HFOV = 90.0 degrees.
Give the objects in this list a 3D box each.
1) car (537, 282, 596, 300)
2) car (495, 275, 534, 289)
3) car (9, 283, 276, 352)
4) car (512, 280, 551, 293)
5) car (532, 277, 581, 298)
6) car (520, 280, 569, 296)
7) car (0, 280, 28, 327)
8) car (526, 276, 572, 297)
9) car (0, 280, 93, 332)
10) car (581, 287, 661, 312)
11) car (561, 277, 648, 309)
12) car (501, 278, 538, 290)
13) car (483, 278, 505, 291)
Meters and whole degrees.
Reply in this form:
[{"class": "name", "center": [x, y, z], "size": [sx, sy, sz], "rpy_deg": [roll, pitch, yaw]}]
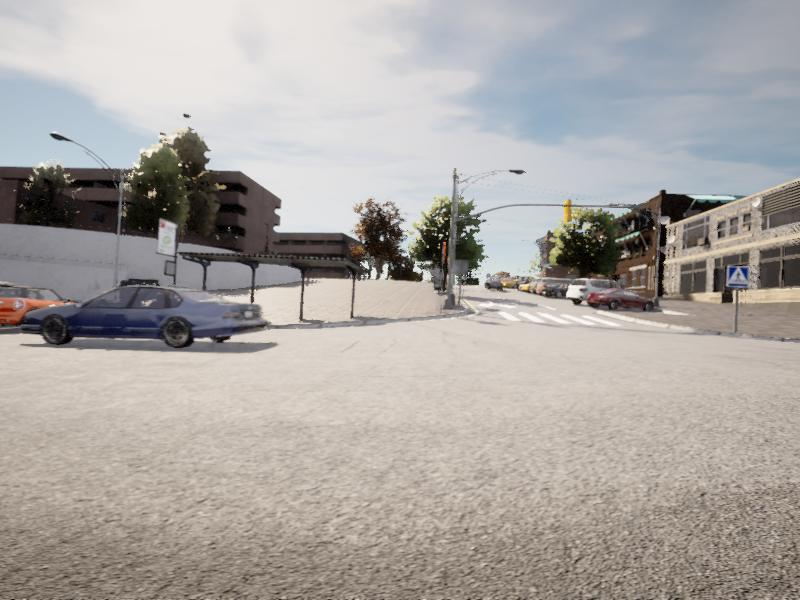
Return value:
[{"class": "car", "center": [16.498, -0.902, 39.745], "size": [4.892, 1.521, 2.231], "rpy_deg": [2, 4, -14]}, {"class": "car", "center": [19.100, -2.988, 66.736], "size": [5.566, 2.045, 2.435], "rpy_deg": [2, 5, -15]}, {"class": "car", "center": [-6.010, 0.358, 9.670], "size": [5.357, 1.411, 2.033], "rpy_deg": [1, 0, 7]}, {"class": "car", "center": [17.998, -1.880, 54.765], "size": [4.674, 1.452, 2.002], "rpy_deg": [2, 4, -15]}, {"class": "car", "center": [16.710, -1.335, 42.694], "size": [4.442, 1.987, 1.878], "rpy_deg": [2, 5, -14]}, {"class": "car", "center": [17.591, -1.509, 48.799], "size": [5.366, 1.575, 1.946], "rpy_deg": [2, 4, -14]}, {"class": "car", "center": [-17.525, 0.096, 16.020], "size": [1.878, 1.987, 4.442], "rpy_deg": [2, -2, -14]}, {"class": "car", "center": [17.010, -1.539, 45.701], "size": [4.442, 1.987, 1.878], "rpy_deg": [2, 5, -14]}, {"class": "car", "center": [-14.560, 0.267, 15.779], "size": [2.185, 1.767, 4.553], "rpy_deg": [2, -2, -14]}, {"class": "car", "center": [15.304, -0.050, 27.748], "size": [4.674, 1.452, 2.002], "rpy_deg": [2, 4, -14]}, {"class": "car", "center": [15.640, -0.543, 30.737], "size": [5.566, 2.045, 2.435], "rpy_deg": [2, 4, -14]}, {"class": "car", "center": [19.024, -2.528, 63.806], "size": [5.366, 1.575, 1.946], "rpy_deg": [2, 4, -15]}, {"class": "car", "center": [12.547, -2.076, 53.575], "size": [2.128, 1.511, 4.902], "rpy_deg": [3, 4, 5]}]
